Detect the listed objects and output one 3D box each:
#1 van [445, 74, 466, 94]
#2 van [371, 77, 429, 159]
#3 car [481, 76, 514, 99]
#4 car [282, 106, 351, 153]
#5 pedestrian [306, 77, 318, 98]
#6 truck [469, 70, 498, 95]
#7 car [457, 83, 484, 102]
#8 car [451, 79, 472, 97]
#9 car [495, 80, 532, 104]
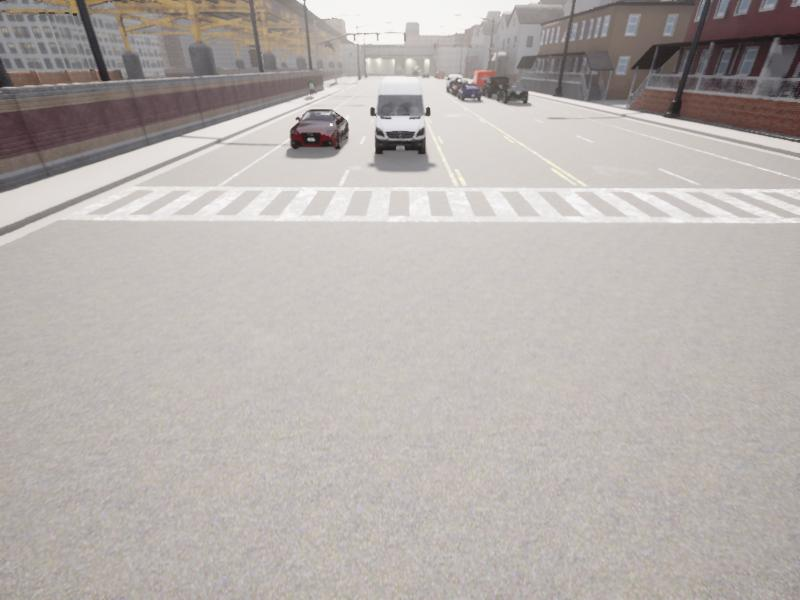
[{"bbox_3d":[7.043,-27.876,51.541,2.069,2.038,4.480,0,31,0],"label":"van"},{"bbox_3d":[0.014,-7.882,16.921,1.988,2.561,5.915,0,30,0],"label":"van"},{"bbox_3d":[10.516,-23.281,43.687,2.150,2.045,5.566,0,30,0],"label":"car"},{"bbox_3d":[-3.469,-7.548,17.507,1.994,1.385,4.181,1,30,1],"label":"car"},{"bbox_3d":[-8.938,-21.605,40.658,0.751,1.860,0.751,2,30,3],"label":"pedestrian"},{"bbox_3d":[10.422,-27.479,50.443,2.627,2.467,5.204,1,31,1],"label":"truck"},{"bbox_3d":[7.026,-20.958,40.320,1.812,1.442,4.674,0,30,0],"label":"car"},{"bbox_3d":[7.041,-24.498,46.198,1.851,1.617,3.988,0,30,0],"label":"car"},{"bbox_3d":[10.533,-19.515,37.512,2.097,1.767,4.553,0,30,0],"label":"car"}]
